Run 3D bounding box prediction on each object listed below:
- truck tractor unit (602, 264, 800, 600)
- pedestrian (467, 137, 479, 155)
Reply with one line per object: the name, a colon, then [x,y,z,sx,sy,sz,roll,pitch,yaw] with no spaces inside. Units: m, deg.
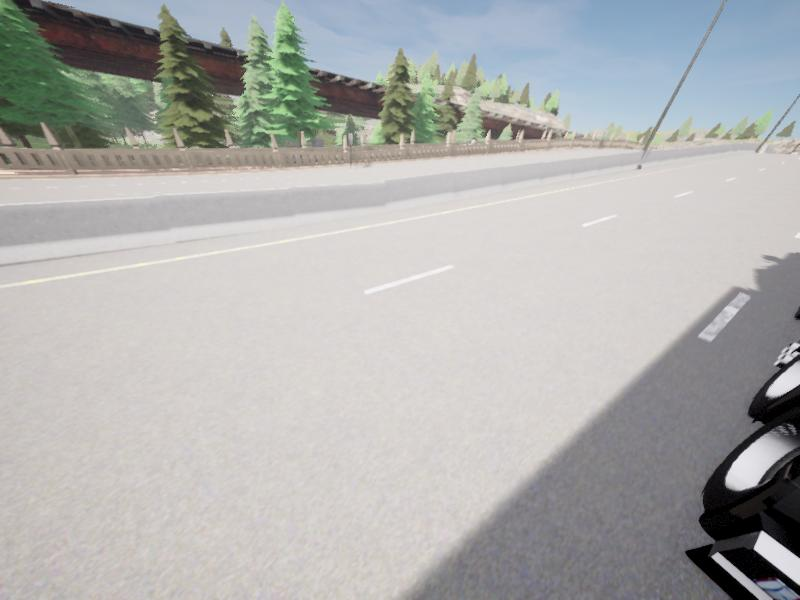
truck tractor unit: [5.091,-0.327,0.762,6.516,4.208,3.053,-19,39,-24]
pedestrian: [9.508,-20.078,30.079,0.751,1.860,0.751,-13,37,-27]
